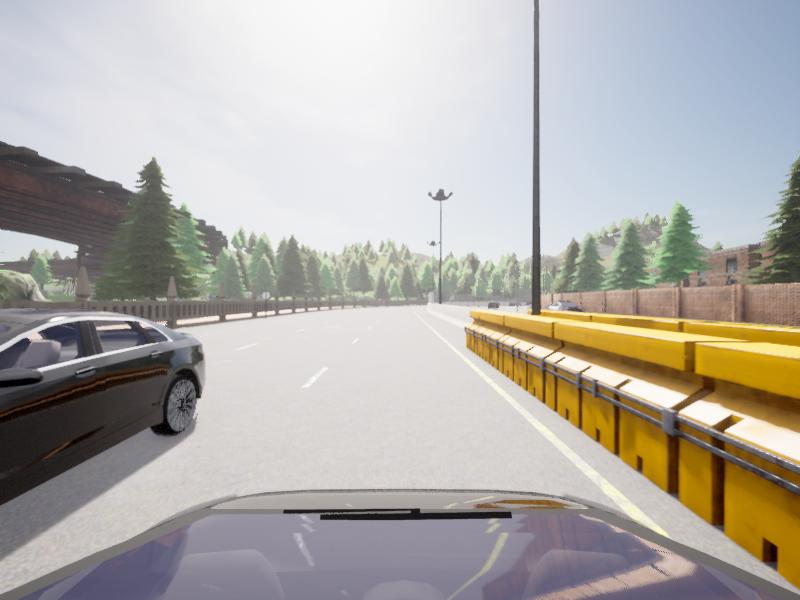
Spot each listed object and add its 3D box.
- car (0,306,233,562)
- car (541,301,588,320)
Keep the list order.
[{"bbox_3d":[-3.495,0.838,3.366,2.128,1.511,4.902,0,0,0],"label":"car"},{"bbox_3d":[13.893,0.842,34.179,2.038,1.542,4.974,0,0,2],"label":"car"}]
